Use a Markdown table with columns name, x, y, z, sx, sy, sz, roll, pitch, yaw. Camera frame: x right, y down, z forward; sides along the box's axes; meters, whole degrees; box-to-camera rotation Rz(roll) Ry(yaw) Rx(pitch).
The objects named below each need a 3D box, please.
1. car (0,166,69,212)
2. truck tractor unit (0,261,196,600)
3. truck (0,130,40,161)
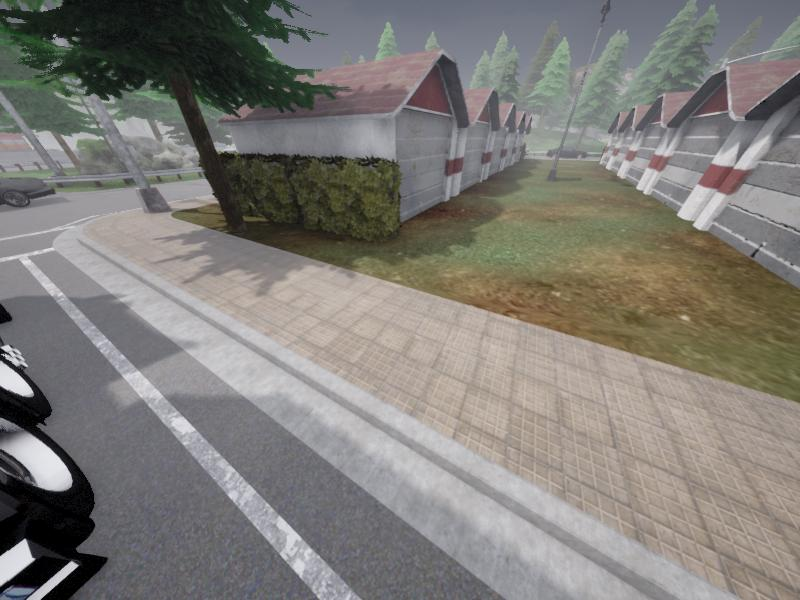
| name | x | y | z | sx | sy | sz | roll | pitch | yaw |
| --- | --- | --- | --- | --- | --- | --- | --- | --- | --- |
| car | -17.479 | -3.970 | 8.740 | 2.033 | 1.411 | 5.357 | 8 | 36 | 11 |
| truck tractor unit | -5.106 | -0.306 | 0.784 | 6.516 | 4.208 | 3.053 | 19 | 39 | 24 |
| truck | -63.187 | -23.309 | 34.923 | 2.891 | 3.827 | 8.468 | 18 | 39 | 25 |
